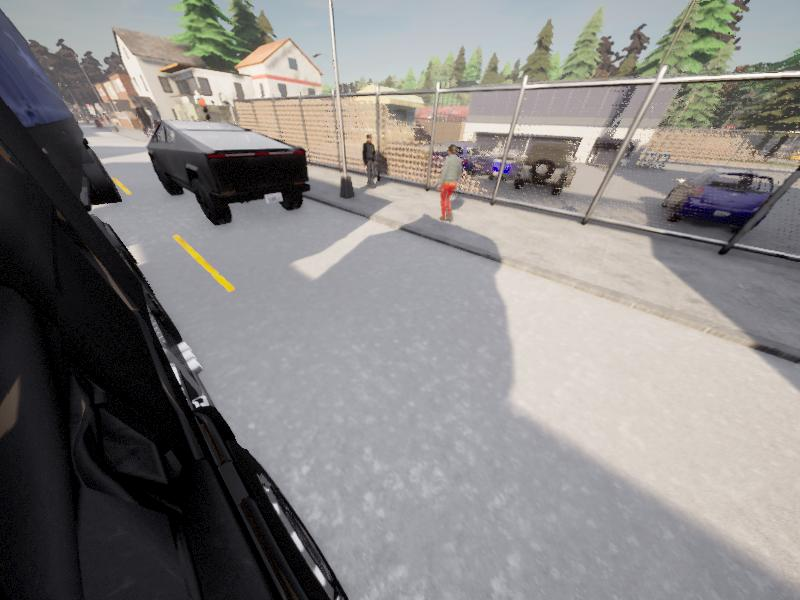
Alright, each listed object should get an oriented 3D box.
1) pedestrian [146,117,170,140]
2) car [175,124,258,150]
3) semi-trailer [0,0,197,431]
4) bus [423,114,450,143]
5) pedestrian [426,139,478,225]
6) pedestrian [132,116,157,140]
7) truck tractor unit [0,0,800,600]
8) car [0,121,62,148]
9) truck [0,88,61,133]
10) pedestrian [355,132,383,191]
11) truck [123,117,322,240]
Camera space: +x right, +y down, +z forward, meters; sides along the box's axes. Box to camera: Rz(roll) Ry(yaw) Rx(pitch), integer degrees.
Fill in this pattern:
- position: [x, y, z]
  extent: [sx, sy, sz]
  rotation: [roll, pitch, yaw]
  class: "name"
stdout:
- position: [-24.599, -17.417, 23.518]
  extent: [0.751, 1.860, 0.751]
  rotation: [0, 37, -3]
  class: "pedestrian"
- position: [-16.035, -14.423, 20.493]
  extent: [1.930, 1.638, 5.238]
  rotation: [32, 46, 33]
  class: "car"
- position: [-8.479, -3.753, 4.422]
  extent: [14.254, 4.402, 2.717]
  rotation: [31, 45, 32]
  class: "semi-trailer"
- position: [7.161, -35.096, 47.437]
  extent: [3.944, 4.253, 10.273]
  rotation: [2, 37, 0]
  class: "bus"
- position: [1.267, -3.027, 6.014]
  extent: [0.751, 1.860, 0.751]
  rotation: [-8, 38, -14]
  class: "pedestrian"
- position: [-25.743, -17.303, 23.291]
  extent: [0.751, 1.860, 0.751]
  rotation: [-6, 38, -12]
  class: "pedestrian"
- position: [-2.645, -0.295, 0.351]
  extent: [6.516, 4.208, 3.053]
  rotation: [28, 44, 30]
  class: "truck tractor unit"
- position: [-27.370, -12.340, 17.196]
  extent: [4.181, 1.385, 1.994]
  rotation: [28, 44, 30]
  class: "car"
- position: [-45.042, -22.794, 27.947]
  extent: [8.468, 3.827, 2.891]
  rotation: [28, 44, 30]
  class: "truck"
- position: [-1.161, -5.337, 8.939]
  extent: [0.751, 1.860, 0.751]
  rotation: [-21, 43, -28]
  class: "pedestrian"
- position: [-5.397, -4.014, 6.910]
  extent: [6.274, 2.098, 2.390]
  rotation: [28, 44, 30]
  class: "truck"
